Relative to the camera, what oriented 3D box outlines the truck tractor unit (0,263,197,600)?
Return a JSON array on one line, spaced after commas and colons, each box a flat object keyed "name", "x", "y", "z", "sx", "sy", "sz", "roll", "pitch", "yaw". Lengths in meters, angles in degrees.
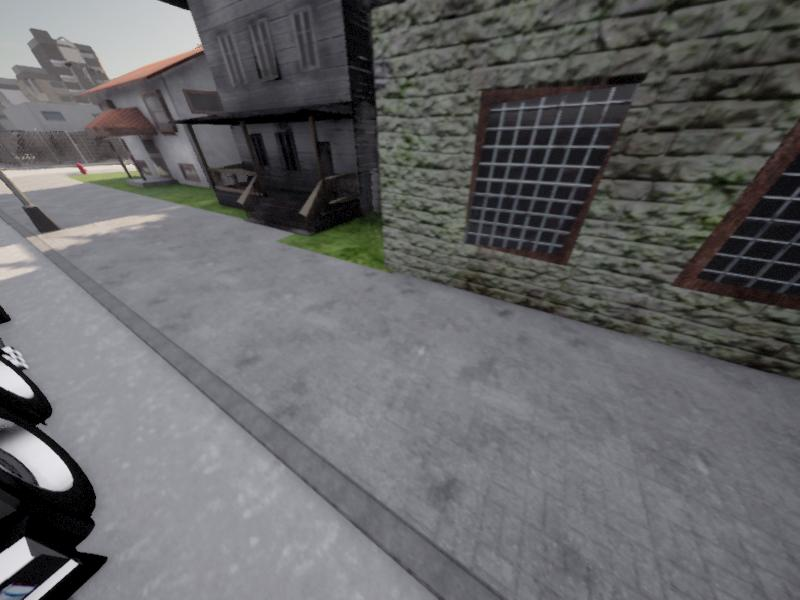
[{"name": "truck tractor unit", "x": -5.120, "y": -0.289, "z": 0.794, "sx": 6.516, "sy": 4.208, "sz": 3.053, "roll": 18, "pitch": 39, "yaw": 25}]
